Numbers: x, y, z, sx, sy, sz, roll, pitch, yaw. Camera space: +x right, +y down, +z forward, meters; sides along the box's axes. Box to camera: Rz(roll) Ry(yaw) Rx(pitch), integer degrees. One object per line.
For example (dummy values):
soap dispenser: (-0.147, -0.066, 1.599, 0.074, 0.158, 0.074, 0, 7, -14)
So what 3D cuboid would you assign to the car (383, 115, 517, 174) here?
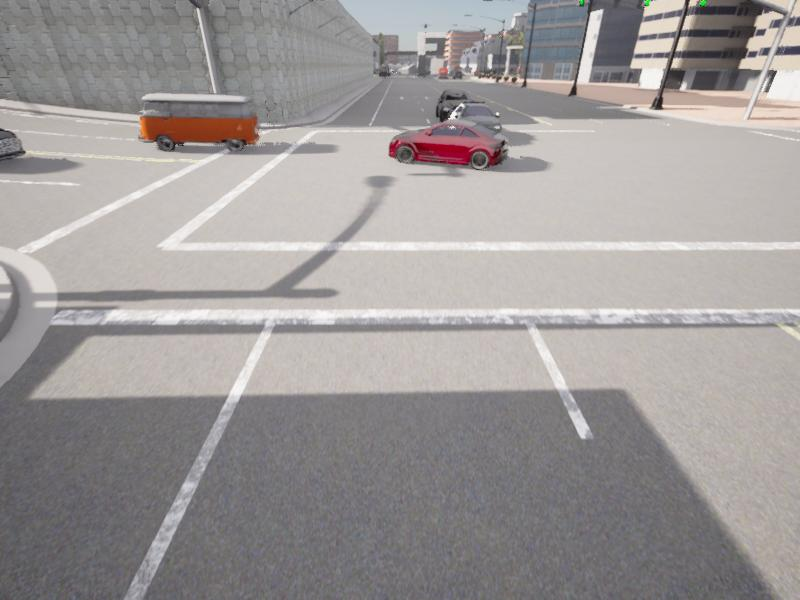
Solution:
car: (1.718, -5.562, 14.100, 4.181, 1.385, 1.994, 13, 33, 21)

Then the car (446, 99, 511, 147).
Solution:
car: (3.508, -8.475, 18.902, 2.038, 1.542, 4.974, 0, 30, 0)

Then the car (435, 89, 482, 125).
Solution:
car: (3.509, -12.165, 25.051, 2.242, 1.667, 4.611, 0, 30, 0)

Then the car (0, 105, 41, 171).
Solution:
car: (-14.575, -5.123, 12.227, 4.856, 1.649, 2.033, 4, 30, -3)

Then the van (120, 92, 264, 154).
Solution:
van: (-7.981, -7.026, 15.875, 4.442, 1.987, 1.775, -3, 31, -8)
